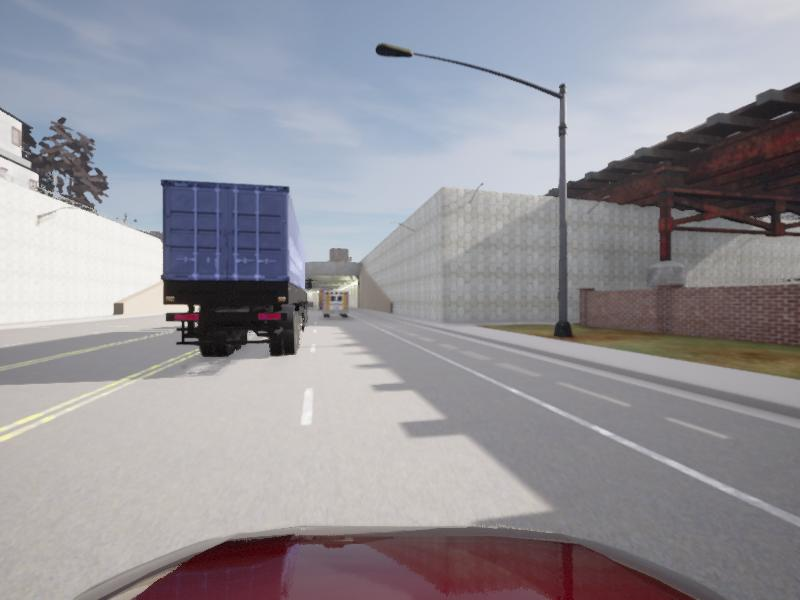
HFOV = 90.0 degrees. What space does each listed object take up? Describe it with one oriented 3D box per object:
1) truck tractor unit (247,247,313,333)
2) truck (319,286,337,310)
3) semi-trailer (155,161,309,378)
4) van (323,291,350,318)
[{"bbox_3d":[-6.667,-0.511,23.125,3.053,4.208,6.516,0,0,-12],"label":"truck tractor unit"},{"bbox_3d":[-12.586,-0.297,69.683,2.891,3.827,8.468,0,0,-12],"label":"truck"},{"bbox_3d":[-5.070,-0.612,15.372,2.717,4.402,14.254,0,0,-12],"label":"semi-trailer"},{"bbox_3d":[-6.341,0.392,39.088,2.351,2.431,6.366,0,0,-12],"label":"van"}]
